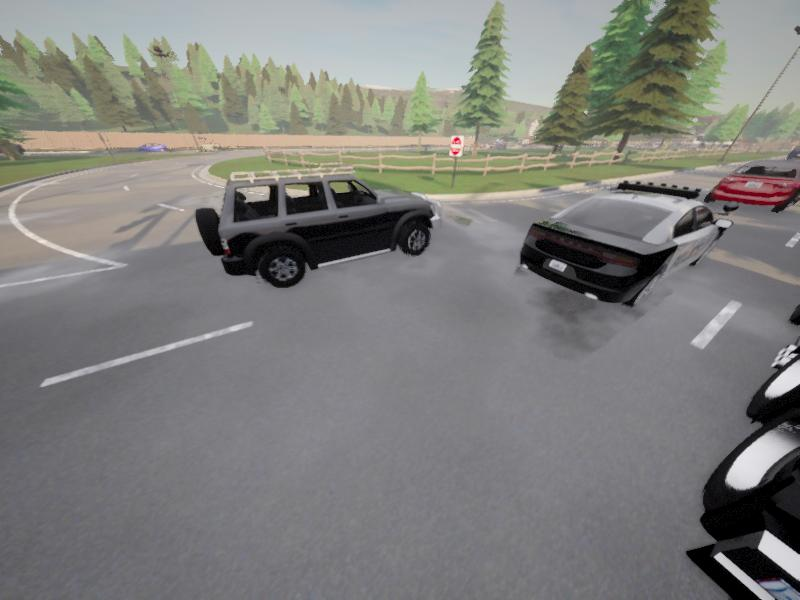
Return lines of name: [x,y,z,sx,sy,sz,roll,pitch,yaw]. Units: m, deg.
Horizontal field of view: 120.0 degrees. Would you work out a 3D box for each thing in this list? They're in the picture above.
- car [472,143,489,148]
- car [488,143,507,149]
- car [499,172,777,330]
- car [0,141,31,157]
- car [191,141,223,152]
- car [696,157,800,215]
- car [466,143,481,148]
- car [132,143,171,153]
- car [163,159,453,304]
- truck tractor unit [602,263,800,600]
car: [26.592,-51.057,76.347,4.792,1.488,2.163,-18,39,-25]
car: [30.135,-47.568,71.422,5.357,1.411,2.033,-18,39,-25]
car: [4.784,-1.445,4.688,5.238,1.638,1.930,-18,39,-25]
car: [-57.154,-21.446,32.694,4.605,1.855,1.932,-17,39,-25]
car: [-39.728,-31.786,47.709,4.605,1.855,1.932,-18,39,-25]
car: [15.859,-5.097,10.012,4.611,1.667,2.242,-18,39,-24]
car: [25.206,-52.844,79.054,4.718,1.301,1.895,-18,39,-25]
car: [-47.368,-29.108,44.161,4.514,1.525,2.007,-18,39,-25]
car: [-1.389,-1.835,4.988,4.605,1.855,1.932,-18,39,-24]
truck tractor unit: [5.109,-0.303,0.785,6.516,4.208,3.053,-18,39,-24]
